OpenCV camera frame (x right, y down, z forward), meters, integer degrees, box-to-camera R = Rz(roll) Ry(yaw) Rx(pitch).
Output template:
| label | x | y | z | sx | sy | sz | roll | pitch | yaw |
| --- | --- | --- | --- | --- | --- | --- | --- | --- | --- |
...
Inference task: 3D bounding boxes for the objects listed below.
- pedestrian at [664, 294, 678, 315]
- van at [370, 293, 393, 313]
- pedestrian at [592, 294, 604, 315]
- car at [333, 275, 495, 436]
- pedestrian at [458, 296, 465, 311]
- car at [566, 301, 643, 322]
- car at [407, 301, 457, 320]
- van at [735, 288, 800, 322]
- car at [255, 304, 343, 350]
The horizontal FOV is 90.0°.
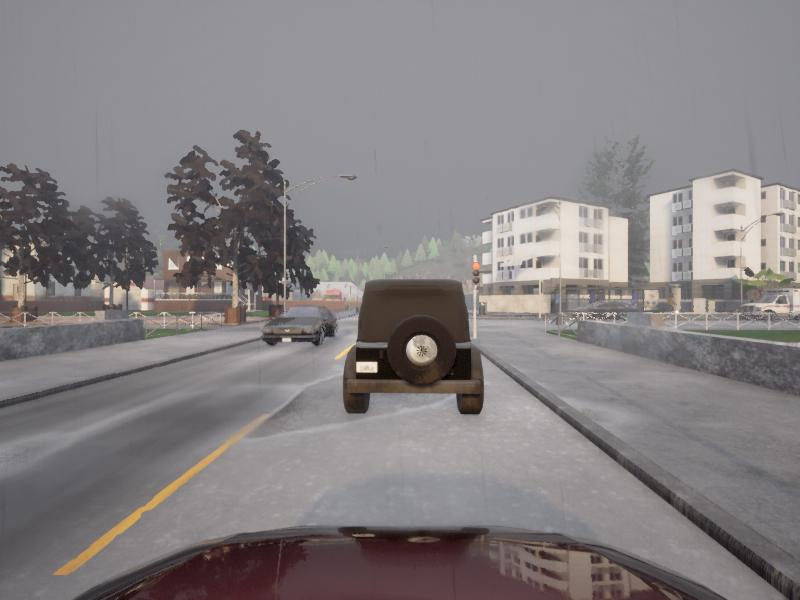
| label | x | y | z | sx | sy | sz | roll | pitch | yaw |
| --- | --- | --- | --- | --- | --- | --- | --- | --- | --- |
| pedestrian | 24.265 | 0.417 | 35.798 | 0.751 | 1.860 | 0.751 | 0 | 0 | 2 |
| van | -2.300 | 0.379 | 51.361 | 2.351 | 2.431 | 6.366 | 0 | 0 | 2 |
| pedestrian | 17.825 | 0.417 | 35.992 | 0.751 | 1.860 | 0.751 | 0 | 0 | 1 |
| car | 0.220 | 0.646 | 6.640 | 1.905 | 1.878 | 3.866 | 0 | 0 | 2 |
| pedestrian | 7.529 | 0.422 | 48.710 | 0.751 | 1.860 | 0.751 | 0 | 0 | 3 |
| car | 15.287 | 0.844 | 30.099 | 4.892 | 1.490 | 1.837 | 0 | 0 | 2 |
| car | 2.638 | 0.853 | 33.545 | 1.970 | 1.475 | 3.806 | 0 | 0 | -42 |
| van | 29.056 | 0.378 | 29.635 | 6.366 | 2.431 | 2.351 | 0 | 0 | 2 |
| car | -3.598 | 0.894 | 15.418 | 2.033 | 1.411 | 5.357 | 0 | 0 | 0 |
